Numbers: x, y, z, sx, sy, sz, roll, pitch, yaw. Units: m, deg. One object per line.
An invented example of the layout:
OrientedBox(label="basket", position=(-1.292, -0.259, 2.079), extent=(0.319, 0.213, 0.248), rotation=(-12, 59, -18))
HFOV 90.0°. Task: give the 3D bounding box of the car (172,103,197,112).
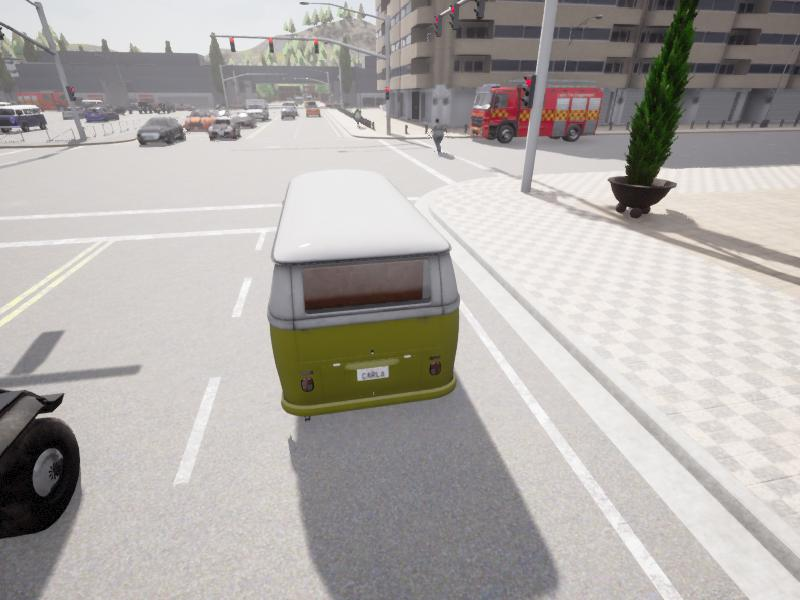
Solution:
OrientedBox(label="car", position=(-43.406, -38.803, 80.628), extent=(3.806, 1.475, 1.970), rotation=(-5, 28, -10))

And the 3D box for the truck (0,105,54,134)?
OrientedBox(label="truck", position=(-32.342, -15.447, 34.103), extent=(2.069, 2.038, 4.478), rotation=(-5, 28, -10))

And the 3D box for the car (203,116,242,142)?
OrientedBox(label="car", position=(-13.248, -12.910, 30.115), extent=(1.970, 1.475, 3.806), rotation=(-7, 28, -12))

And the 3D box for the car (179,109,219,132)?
OrientedBox(label="car", position=(-18.637, -16.835, 37.419), extent=(2.097, 1.767, 4.553), rotation=(-5, 28, -10))

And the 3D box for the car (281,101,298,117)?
OrientedBox(label="car", position=(-17.258, -30.010, 62.777), extent=(2.150, 2.045, 5.566), rotation=(-5, 28, -10))

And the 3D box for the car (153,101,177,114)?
OrientedBox(label="car", position=(-39.949, -32.798, 68.071), extent=(1.932, 1.855, 4.605), rotation=(-5, 28, -10))

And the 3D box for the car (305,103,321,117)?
OrientedBox(label="car", position=(-13.296, -28.994, 61.069), extent=(2.097, 1.767, 4.553), rotation=(-5, 28, -10))

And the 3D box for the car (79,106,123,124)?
OrientedBox(label="car", position=(-35.285, -21.956, 47.347), extent=(2.242, 1.667, 4.611), rotation=(-5, 28, -10))

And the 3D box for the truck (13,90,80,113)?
OrientedBox(label="truck", position=(-67.361, -37.976, 76.388), extent=(8.468, 3.827, 2.891), rotation=(-5, 28, -9))

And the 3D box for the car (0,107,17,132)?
OrientedBox(label="car", position=(-35.169, -15.072, 33.585), extent=(1.932, 1.855, 4.605), rotation=(-5, 28, -10))

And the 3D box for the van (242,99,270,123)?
OrientedBox(label="van", position=(-18.164, -24.124, 50.904), extent=(2.351, 2.431, 6.366), rotation=(-5, 28, -10))

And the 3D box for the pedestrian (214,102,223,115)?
OrientedBox(label="pedestrian", position=(-28.519, -30.152, 62.883), extent=(0.751, 1.860, 0.751), rotation=(-6, 28, -11))

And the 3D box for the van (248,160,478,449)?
OrientedBox(label="van", position=(-0.682, -0.530, 5.469), extent=(1.775, 1.987, 4.442), rotation=(-5, 28, -10))

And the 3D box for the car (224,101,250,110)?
OrientedBox(label="car", position=(-35.795, -42.846, 88.201), extent=(4.856, 1.649, 2.033), rotation=(-5, 28, -10))

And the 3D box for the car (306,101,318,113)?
OrientedBox(label="car", position=(-16.085, -35.347, 73.341), extent=(1.905, 1.878, 3.866), rotation=(-5, 28, -10))

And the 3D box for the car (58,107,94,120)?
OrientedBox(label="car", position=(-42.055, -24.274, 52.024), extent=(1.970, 1.475, 3.806), rotation=(-5, 28, -10))

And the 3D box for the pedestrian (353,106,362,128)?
OrientedBox(label="pedestrian", position=(-4.047, -17.470, 38.176), extent=(0.751, 1.860, 0.751), rotation=(-5, 28, -10))

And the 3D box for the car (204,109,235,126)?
OrientedBox(label="car", position=(-20.499, -20.909, 45.691), extent=(2.163, 1.488, 4.792), rotation=(-5, 28, -10))

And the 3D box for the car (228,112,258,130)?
OrientedBox(label="car", position=(-15.613, -17.888, 39.930), extent=(1.994, 1.385, 4.181), rotation=(-5, 28, -10))

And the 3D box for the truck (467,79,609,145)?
OrientedBox(label="truck", position=(9.339, -13.071, 27.715), extent=(8.468, 3.827, 2.891), rotation=(-5, 28, -10))

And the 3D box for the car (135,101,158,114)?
OrientedBox(label="car", position=(-42.798, -32.561, 67.620), extent=(1.905, 1.878, 3.866), rotation=(-5, 28, -10))

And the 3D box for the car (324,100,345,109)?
OrientedBox(label="car", position=(-15.532, -46.542, 95.109), extent=(4.605, 1.855, 1.932), rotation=(-3, 27, -5))

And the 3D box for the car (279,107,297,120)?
OrientedBox(label="car", position=(-15.724, -26.307, 56.277), extent=(2.033, 1.411, 5.357), rotation=(-6, 28, -11))

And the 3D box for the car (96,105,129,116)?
OrientedBox(label="car", position=(-44.210, -29.223, 61.638), extent=(2.033, 1.415, 5.357), rotation=(-5, 28, -10))

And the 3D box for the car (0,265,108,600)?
OrientedBox(label="car", position=(-3.361, 1.528, 1.573), extent=(1.905, 1.878, 3.866), rotation=(-5, 28, -10))

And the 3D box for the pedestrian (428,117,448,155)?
OrientedBox(label="pedestrian", position=(2.067, -8.935, 21.789), extent=(0.751, 1.860, 0.751), rotation=(-9, 29, -17))

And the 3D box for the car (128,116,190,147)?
OrientedBox(label="car", position=(-16.376, -11.652, 27.486), extent=(2.033, 1.649, 4.856), rotation=(-5, 27, -10))

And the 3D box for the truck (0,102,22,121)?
OrientedBox(label="truck", position=(-50.563, -23.782, 50.342), extent=(2.069, 2.038, 4.478), rotation=(-5, 28, -10))
